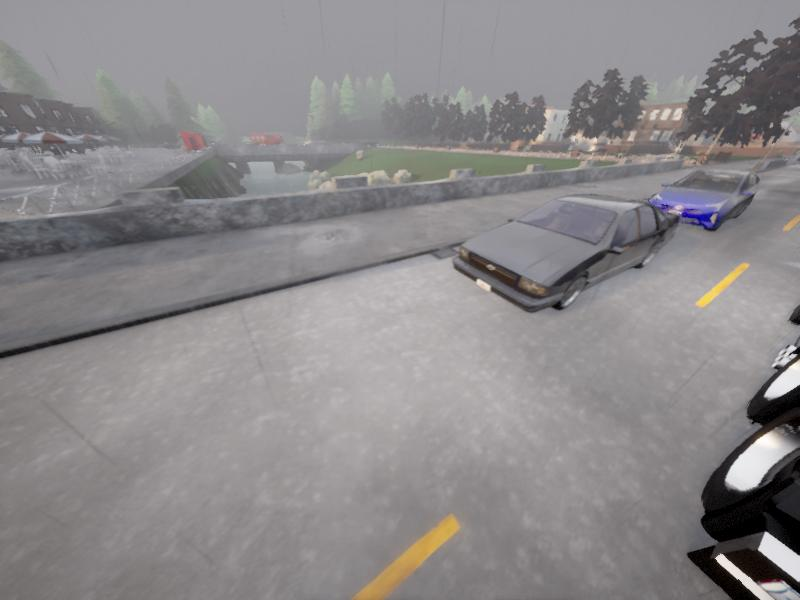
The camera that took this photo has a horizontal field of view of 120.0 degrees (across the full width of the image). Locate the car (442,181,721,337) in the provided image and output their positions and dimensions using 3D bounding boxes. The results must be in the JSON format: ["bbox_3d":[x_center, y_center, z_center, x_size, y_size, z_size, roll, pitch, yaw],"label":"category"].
[{"bbox_3d":[3.692,-1.314,4.707,5.357,1.411,2.033,-18,39,-24],"label":"car"}]

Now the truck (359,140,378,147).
[{"bbox_3d":[-11.382,-56.333,83.053,6.274,2.098,2.390,-18,39,-24],"label":"truck"}]

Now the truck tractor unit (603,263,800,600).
[{"bbox_3d":[5.106,-0.305,0.789,6.516,4.208,3.053,-18,39,-24],"label":"truck tractor unit"}]

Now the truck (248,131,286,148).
[{"bbox_3d":[-37.912,-45.748,66.087,8.468,3.827,2.891,-18,39,-24],"label":"truck"}]

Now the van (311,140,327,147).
[{"bbox_3d":[-26.474,-51.364,75.877,4.442,1.987,1.775,-18,39,-24],"label":"van"}]

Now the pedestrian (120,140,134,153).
[{"bbox_3d":[-48.009,-27.073,40.693,0.751,1.860,0.751,-18,39,-25],"label":"pedestrian"}]

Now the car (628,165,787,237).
[{"bbox_3d":[10.461,-3.580,7.909,4.514,1.525,2.007,-18,39,-25],"label":"car"}]

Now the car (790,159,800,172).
[{"bbox_3d":[40.022,-12.358,20.336,5.566,2.045,2.150,6,34,8],"label":"car"}]
